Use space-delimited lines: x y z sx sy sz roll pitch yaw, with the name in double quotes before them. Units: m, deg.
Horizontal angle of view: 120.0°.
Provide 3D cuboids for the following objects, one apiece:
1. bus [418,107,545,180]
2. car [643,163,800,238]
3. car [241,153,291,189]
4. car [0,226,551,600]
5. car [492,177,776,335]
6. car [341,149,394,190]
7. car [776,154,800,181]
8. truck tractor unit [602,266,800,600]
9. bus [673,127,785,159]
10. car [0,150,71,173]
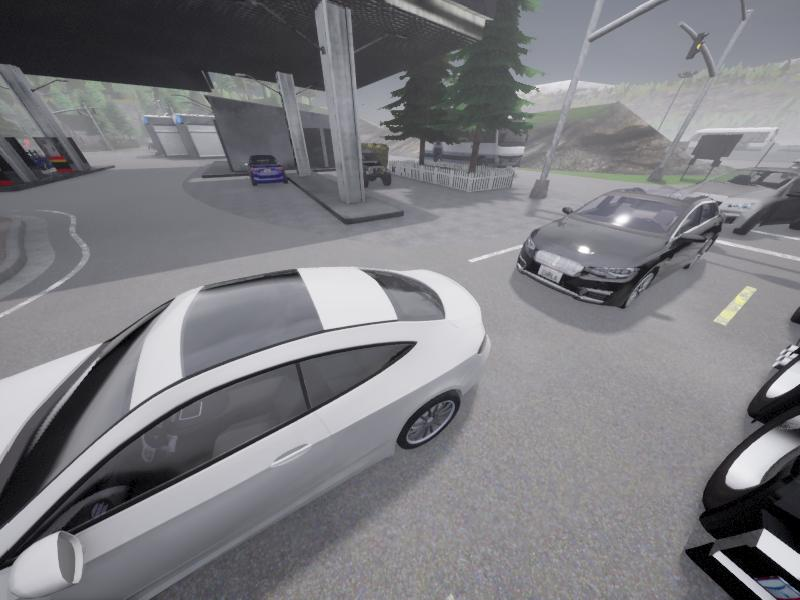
"bus" 6.232 -13.980 20.727 3.944 4.253 10.273 -18 39 -24
"car" 11.302 -3.333 7.489 4.611 1.667 2.242 -7 35 -13
"car" -9.248 -8.986 15.820 2.242 1.667 4.611 -18 39 -25
"car" -1.279 0.678 1.915 4.674 1.442 1.812 -18 38 -25
"car" 4.567 -1.334 4.622 4.902 1.511 2.128 -18 39 -24
"car" -2.173 -8.580 14.997 1.905 1.878 3.866 -18 39 -25
"car" 30.432 -9.773 16.912 4.974 1.542 2.038 -18 39 -24
"truck tractor unit" 5.113 -0.299 0.779 6.516 4.208 3.053 -18 39 -24
"bus" 58.351 -28.289 41.653 3.944 4.253 10.273 -18 39 -24
"car" -32.623 -12.550 20.819 1.816 1.474 4.193 -18 39 -24
